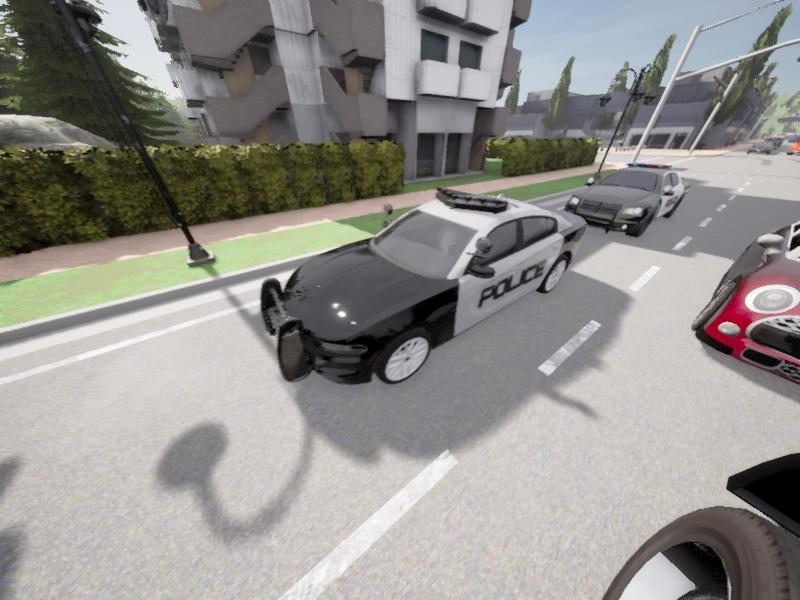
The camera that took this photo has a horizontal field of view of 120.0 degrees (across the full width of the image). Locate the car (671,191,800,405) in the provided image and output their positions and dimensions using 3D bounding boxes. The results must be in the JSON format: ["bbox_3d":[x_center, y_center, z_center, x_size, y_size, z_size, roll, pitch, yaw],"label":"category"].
[{"bbox_3d":[5.610,-0.153,2.786,3.806,1.475,1.970,-22,40,-28],"label":"car"}]

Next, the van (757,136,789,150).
[{"bbox_3d":[65.360,-27.582,40.515,4.480,2.038,2.069,-22,41,-28],"label":"van"}]

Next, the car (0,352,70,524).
[{"bbox_3d":[-4.588,1.359,0.384,3.866,1.878,1.905,-21,40,-26],"label":"car"}]

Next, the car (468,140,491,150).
[{"bbox_3d":[16.194,-31.803,47.361,2.033,1.649,4.856,-10,36,-13],"label":"car"}]

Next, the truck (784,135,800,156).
[{"bbox_3d":[51.784,-19.671,29.073,5.204,2.467,2.627,-22,41,-28],"label":"truck"}]

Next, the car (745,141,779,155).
[{"bbox_3d":[49.146,-20.633,31.354,4.674,1.442,1.812,-22,41,-28],"label":"car"}]

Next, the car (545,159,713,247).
[{"bbox_3d":[7.072,-3.261,7.116,4.974,1.542,2.038,-22,41,-28],"label":"car"}]

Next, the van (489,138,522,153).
[{"bbox_3d":[17.238,-25.472,38.074,1.775,1.987,4.442,-20,40,-25],"label":"van"}]

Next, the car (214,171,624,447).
[{"bbox_3d":[0.768,-0.697,3.456,5.238,1.638,1.930,-23,41,-28],"label":"car"}]
